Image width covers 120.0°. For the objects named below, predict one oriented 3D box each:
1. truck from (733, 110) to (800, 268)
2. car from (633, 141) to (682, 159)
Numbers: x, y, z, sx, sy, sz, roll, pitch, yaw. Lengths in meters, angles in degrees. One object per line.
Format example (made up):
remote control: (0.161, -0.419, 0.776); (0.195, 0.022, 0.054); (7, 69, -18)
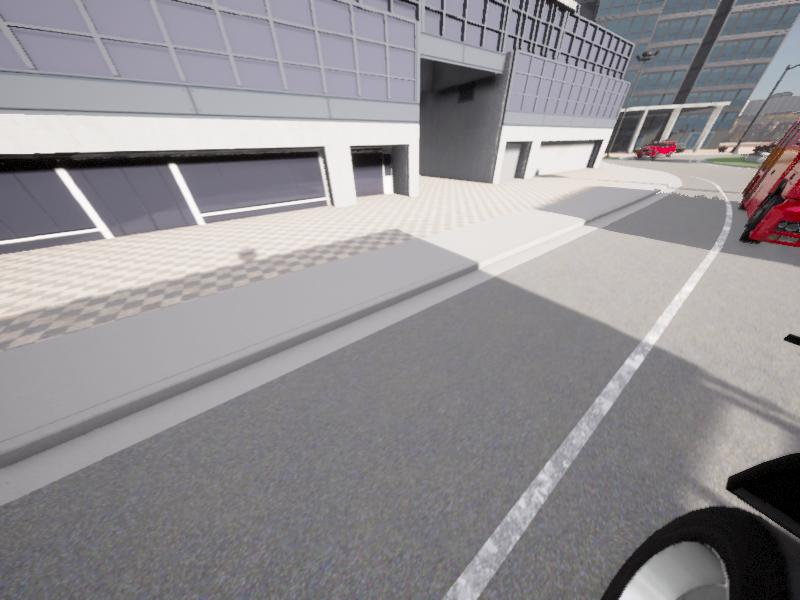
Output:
truck: (12.047, -3.631, 5.734); (8.468, 3.827, 2.891); (-26, 41, -32)
car: (37.865, -22.081, 34.026); (5.566, 2.045, 2.150); (-13, 35, -17)
